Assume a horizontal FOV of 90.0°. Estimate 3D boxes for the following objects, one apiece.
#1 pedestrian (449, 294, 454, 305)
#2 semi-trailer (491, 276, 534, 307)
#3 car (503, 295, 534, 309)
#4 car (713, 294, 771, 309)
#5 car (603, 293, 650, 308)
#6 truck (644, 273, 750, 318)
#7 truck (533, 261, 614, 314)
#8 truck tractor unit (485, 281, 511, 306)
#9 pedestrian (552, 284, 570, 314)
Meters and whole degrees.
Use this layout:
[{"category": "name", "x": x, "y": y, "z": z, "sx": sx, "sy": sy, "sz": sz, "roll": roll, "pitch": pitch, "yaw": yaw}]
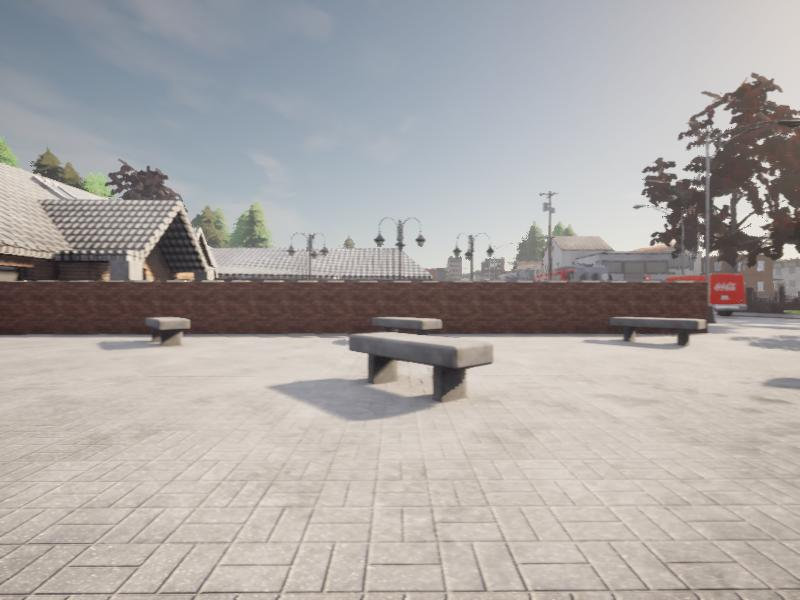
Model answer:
[{"category": "pedestrian", "x": 9.051, "y": -0.068, "z": 70.515, "sx": 0.751, "sy": 1.860, "sz": 0.751, "roll": 0, "pitch": 0, "yaw": 11}, {"category": "semi-trailer", "x": 17.646, "y": -1.214, "z": 64.140, "sx": 2.717, "sy": 4.402, "sz": 14.254, "roll": 0, "pitch": 0, "yaw": -1}, {"category": "car", "x": 13.784, "y": 0.240, "z": 46.765, "sx": 2.128, "sy": 1.511, "sz": 4.902, "roll": 0, "pitch": 0, "yaw": -1}, {"category": "car", "x": 37.765, "y": 0.190, "z": 44.258, "sx": 4.856, "sy": 1.649, "sz": 2.033, "roll": 0, "pitch": 0, "yaw": -2}, {"category": "car", "x": 27.335, "y": 0.061, "z": 48.327, "sx": 4.605, "sy": 1.855, "sz": 1.932, "roll": 0, "pitch": 0, "yaw": 0}, {"category": "truck", "x": 17.988, "y": -0.238, "z": 24.706, "sx": 2.627, "sy": 2.467, "sz": 5.204, "roll": 0, "pitch": 0, "yaw": -1}, {"category": "truck", "x": 13.903, "y": -0.920, "z": 32.996, "sx": 2.891, "sy": 3.827, "sz": 8.468, "roll": 0, "pitch": 0, "yaw": 0}, {"category": "truck tractor unit", "x": 17.540, "y": -1.118, "z": 72.053, "sx": 3.053, "sy": 4.208, "sz": 6.516, "roll": 0, "pitch": 0, "yaw": -1}, {"category": "pedestrian", "x": 10.037, "y": -0.065, "z": 24.959, "sx": 0.751, "sy": 1.860, "sz": 0.751, "roll": 0, "pitch": 0, "yaw": -3}]
